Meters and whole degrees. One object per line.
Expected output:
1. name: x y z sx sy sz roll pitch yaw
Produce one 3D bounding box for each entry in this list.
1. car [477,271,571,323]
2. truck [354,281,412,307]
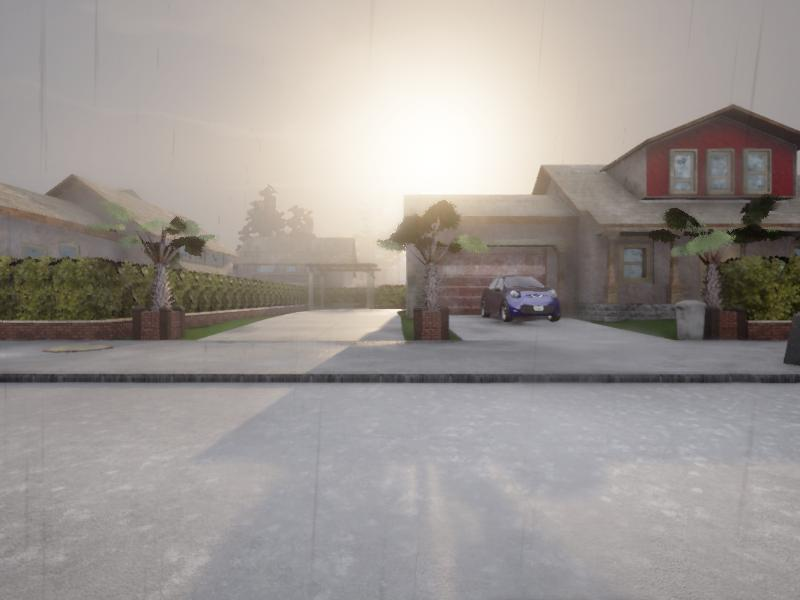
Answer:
1. car: 3.891 -0.083 13.247 1.845 1.501 3.633 0 0 -3
2. truck: -2.477 -0.921 60.272 8.468 3.827 2.891 0 0 0
